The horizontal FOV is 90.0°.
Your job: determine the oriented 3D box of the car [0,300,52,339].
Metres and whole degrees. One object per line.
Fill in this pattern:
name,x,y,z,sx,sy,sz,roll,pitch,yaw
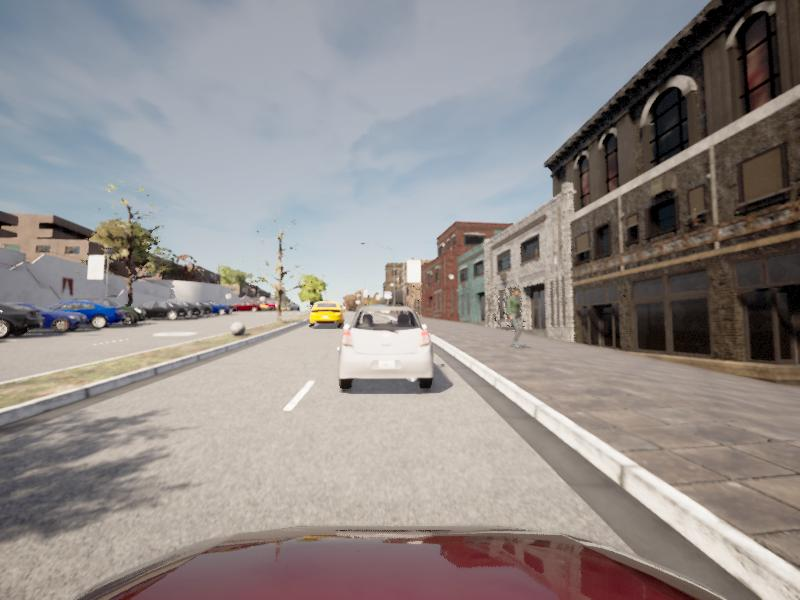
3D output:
car,-17.605,0.798,16.188,4.892,1.521,2.231,-1,0,-24

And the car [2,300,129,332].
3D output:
car,-18.125,0.799,22.073,5.008,1.535,2.097,-1,0,-25

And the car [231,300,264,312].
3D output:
car,-24.084,0.951,63.124,4.553,1.767,2.185,0,-1,-29

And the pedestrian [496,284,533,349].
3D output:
pedestrian,3.435,0.509,12.026,0.751,1.860,0.751,3,-5,-38

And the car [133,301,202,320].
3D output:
car,-19.488,0.819,33.807,4.892,1.521,2.231,0,0,-27

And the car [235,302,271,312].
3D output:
car,-24.361,1.130,66.170,5.366,1.575,1.946,0,-1,-29

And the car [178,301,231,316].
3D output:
car,-20.797,0.848,42.582,5.008,1.535,2.097,0,0,-29

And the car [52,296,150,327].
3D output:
car,-18.461,0.678,24.998,4.553,1.767,2.185,0,0,-26

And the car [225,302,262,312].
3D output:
car,-23.579,1.027,60.197,5.008,1.535,2.097,0,-1,-29

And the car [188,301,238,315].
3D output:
car,-21.258,0.863,45.508,5.008,1.535,2.097,0,-1,-29

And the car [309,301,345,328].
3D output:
car,-4.566,0.859,25.601,1.882,1.535,5.008,0,0,-6

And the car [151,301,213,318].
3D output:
car,-19.897,0.828,36.738,4.892,1.521,2.231,0,0,-28

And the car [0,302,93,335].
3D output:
car,-17.861,0.838,19.135,4.674,1.452,2.002,-1,0,-25

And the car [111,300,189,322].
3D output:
car,-19.105,0.813,30.876,4.892,1.521,2.231,0,0,-27

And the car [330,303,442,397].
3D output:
car,-0.302,0.835,8.426,1.845,1.501,3.633,0,0,-2
